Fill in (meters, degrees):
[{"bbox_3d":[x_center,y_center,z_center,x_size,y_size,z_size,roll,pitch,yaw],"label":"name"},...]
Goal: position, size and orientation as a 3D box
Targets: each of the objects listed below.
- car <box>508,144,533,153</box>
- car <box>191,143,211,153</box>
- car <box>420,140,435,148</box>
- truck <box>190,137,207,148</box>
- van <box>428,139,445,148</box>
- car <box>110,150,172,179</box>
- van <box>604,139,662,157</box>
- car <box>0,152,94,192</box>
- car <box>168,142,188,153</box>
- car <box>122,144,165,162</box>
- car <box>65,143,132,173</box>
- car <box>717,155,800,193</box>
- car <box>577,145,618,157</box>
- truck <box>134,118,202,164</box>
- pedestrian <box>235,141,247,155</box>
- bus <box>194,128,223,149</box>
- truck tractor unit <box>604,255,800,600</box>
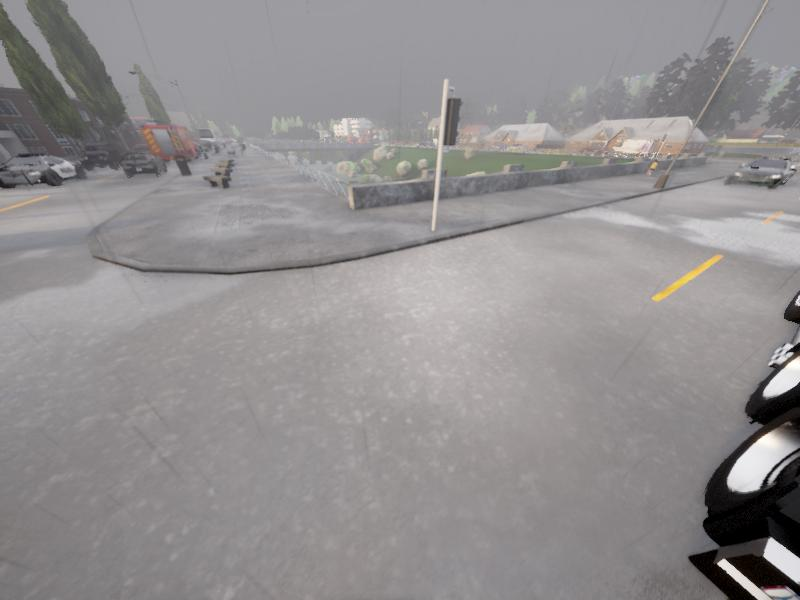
[{"bbox_3d":[27.385,-34.647,52.660,2.007,1.525,4.514,-18,39,-24],"label":"car"},{"bbox_3d":[-38.556,-29.652,44.958,2.038,1.542,4.974,-17,38,-24],"label":"car"},{"bbox_3d":[9.190,-52.996,78.434,2.150,2.045,5.566,-18,39,-24],"label":"car"},{"bbox_3d":[-60.860,-47.756,69.978,2.627,2.467,5.204,-18,39,-24],"label":"truck"},{"bbox_3d":[12.637,-54.309,79.999,2.351,2.431,6.366,-18,39,-24],"label":"van"},{"bbox_3d":[-18.608,-9.944,16.852,1.816,1.474,4.193,-19,39,-25],"label":"car"},{"bbox_3d":[40.489,-26.616,40.433,2.351,2.431,6.366,-18,39,-25],"label":"van"},{"bbox_3d":[-20.817,-7.520,13.315,2.038,1.542,4.974,-18,38,-24],"label":"car"},{"bbox_3d":[-42.968,-29.542,44.772,1.851,1.617,3.988,-18,39,-24],"label":"car"},{"bbox_3d":[-31.689,-18.378,28.739,2.152,1.651,5.027,-18,39,-24],"label":"car"},{"bbox_3d":[-25.388,-12.213,19.685,1.905,1.878,3.866,-18,40,-24],"label":"car"},{"bbox_3d":[21.844,-7.666,13.850,4.974,1.542,2.038,-18,39,-25],"label":"car"},{"bbox_3d":[35.302,-26.793,41.427,1.882,1.535,5.008,-18,39,-24],"label":"car"},{"bbox_3d":[-26.249,-18.337,26.793,2.891,3.827,8.468,-17,38,-23],"label":"truck"},{"bbox_3d":[-24.520,-23.462,35.669,0.751,1.860,0.751,-6,35,-8],"label":"pedestrian"},{"bbox_3d":[-50.903,-43.018,61.683,3.944,4.253,10.273,-18,39,-24],"label":"bus"},{"bbox_3d":[5.092,-0.320,0.801,6.516,4.208,3.053,-19,39,-25],"label":"truck tractor unit"}]
